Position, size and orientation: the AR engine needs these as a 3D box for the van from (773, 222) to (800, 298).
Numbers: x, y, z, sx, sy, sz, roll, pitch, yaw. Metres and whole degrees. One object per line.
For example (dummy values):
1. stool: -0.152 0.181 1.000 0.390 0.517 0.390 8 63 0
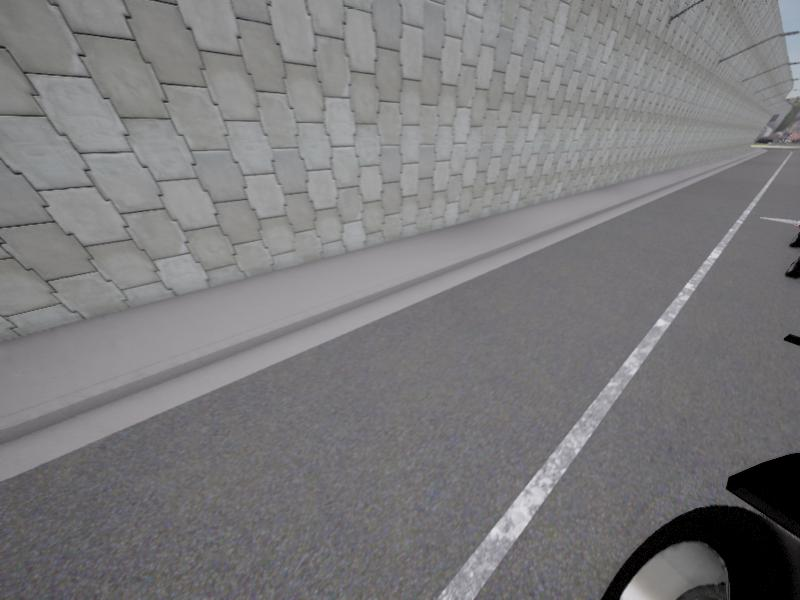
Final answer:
1. van: 8.922 -1.297 3.960 4.442 1.987 1.775 -22 41 -28
